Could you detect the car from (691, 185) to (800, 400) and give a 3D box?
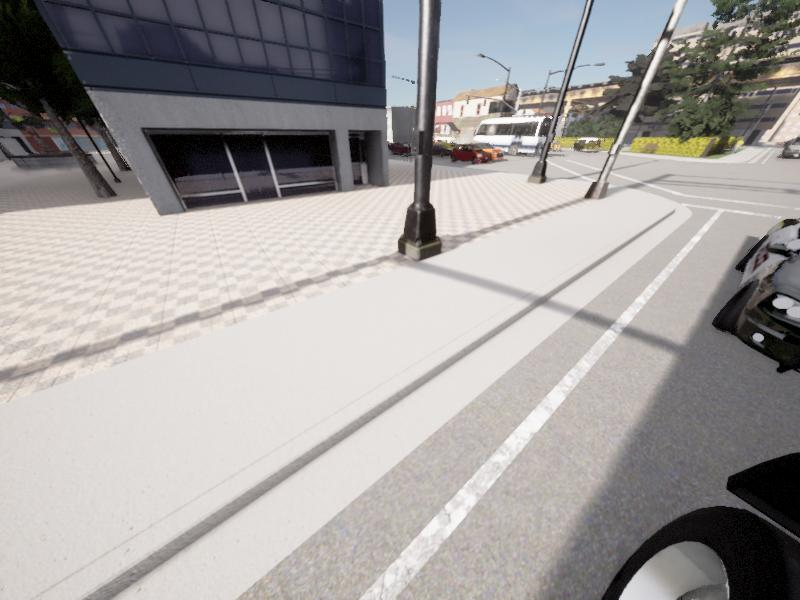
[{"bbox_3d":[6.319,-0.308,3.027,4.974,1.542,2.038,-22,40,-29],"label":"car"}]

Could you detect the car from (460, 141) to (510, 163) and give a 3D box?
[{"bbox_3d":[9.199,-16.409,25.477,2.097,1.767,4.553,-23,41,-29],"label":"car"}]

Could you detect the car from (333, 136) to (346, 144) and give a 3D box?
[{"bbox_3d":[-17.291,-45.656,65.930,1.905,1.878,3.866,-23,40,-29],"label":"car"}]

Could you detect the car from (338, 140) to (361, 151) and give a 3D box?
[{"bbox_3d":[-8.847,-27.074,40.372,1.994,1.385,4.181,-23,43,-29],"label":"car"}]

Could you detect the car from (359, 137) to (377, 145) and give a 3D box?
[{"bbox_3d":[-7.619,-37.911,55.098,2.038,1.542,4.974,-23,41,-29],"label":"car"}]

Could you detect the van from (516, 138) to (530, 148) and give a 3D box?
[{"bbox_3d":[31.170,-40.010,58.709,1.775,1.987,4.442,5,35,7],"label":"van"}]

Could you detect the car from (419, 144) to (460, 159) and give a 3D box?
[{"bbox_3d":[5.011,-19.499,30.171,2.033,1.411,5.357,-23,41,-28],"label":"car"}]

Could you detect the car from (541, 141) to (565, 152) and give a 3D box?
[{"bbox_3d":[28.269,-28.617,42.919,1.801,1.575,5.366,5,36,8],"label":"car"}]

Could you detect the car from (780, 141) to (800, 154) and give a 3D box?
[{"bbox_3d":[60.804,-23.454,35.497,3.806,1.475,1.970,-23,41,-29],"label":"car"}]

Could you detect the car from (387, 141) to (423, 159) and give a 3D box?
[{"bbox_3d":[0.565,-19.640,30.140,2.033,1.649,4.856,-23,42,-29],"label":"car"}]

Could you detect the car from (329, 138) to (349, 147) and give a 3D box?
[{"bbox_3d":[-13.261,-34.068,49.820,2.033,1.411,5.357,-23,42,-29],"label":"car"}]

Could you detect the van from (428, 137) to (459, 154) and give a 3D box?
[{"bbox_3d":[6.940,-25.053,37.316,2.069,2.038,4.480,-23,43,-29],"label":"van"}]

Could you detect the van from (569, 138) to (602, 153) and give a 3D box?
[{"bbox_3d":[31.264,-26.244,39.132,2.069,2.038,4.480,5,36,7],"label":"van"}]

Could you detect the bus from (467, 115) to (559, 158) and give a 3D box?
[{"bbox_3d":[15.106,-22.813,32.375,3.944,4.253,10.273,-23,42,-29],"label":"bus"}]

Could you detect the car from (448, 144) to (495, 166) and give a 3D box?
[{"bbox_3d":[7.030,-14.591,23.087,1.851,1.617,3.988,-23,41,-29],"label":"car"}]

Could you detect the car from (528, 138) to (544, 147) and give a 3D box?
[{"bbox_3d":[34.769,-40.223,59.081,1.932,1.855,4.605,5,35,7],"label":"car"}]

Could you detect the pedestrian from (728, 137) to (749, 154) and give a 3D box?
[{"bbox_3d":[46.186,-21.065,31.519,0.751,1.860,0.751,26,43,32],"label":"pedestrian"}]

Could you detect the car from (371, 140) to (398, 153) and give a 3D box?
[{"bbox_3d":[-2.595,-25.582,38.332,1.882,1.535,5.008,-23,42,-29],"label":"car"}]

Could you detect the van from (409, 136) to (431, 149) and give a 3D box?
[{"bbox_3d":[3.872,-30.919,45.321,1.775,1.987,4.442,-23,43,-29],"label":"van"}]

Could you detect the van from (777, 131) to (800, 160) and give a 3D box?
[{"bbox_3d":[45.465,-17.402,26.037,5.915,2.561,1.988,-23,41,-29],"label":"van"}]
